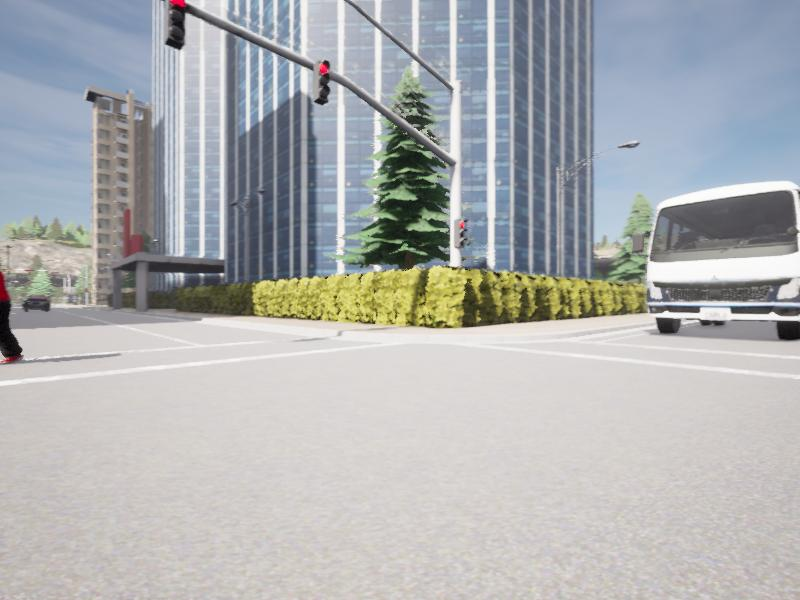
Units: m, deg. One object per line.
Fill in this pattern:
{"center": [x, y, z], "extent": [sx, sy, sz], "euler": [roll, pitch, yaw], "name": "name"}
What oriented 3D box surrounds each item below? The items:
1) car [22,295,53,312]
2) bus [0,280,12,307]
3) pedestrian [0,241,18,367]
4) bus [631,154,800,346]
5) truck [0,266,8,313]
{"center": [-35.302, 0.347, 38.938], "extent": [2.128, 1.511, 4.902], "euler": [0, 0, -44], "name": "car"}
{"center": [-67.950, -0.955, 64.650], "extent": [10.273, 4.253, 3.944], "euler": [0, 0, 24], "name": "bus"}
{"center": [-6.325, 0.058, 6.069], "extent": [0.751, 1.860, 0.751], "euler": [0, 0, -44], "name": "pedestrian"}
{"center": [11.642, -1.101, 13.413], "extent": [10.273, 4.253, 3.944], "euler": [0, 0, -43], "name": "bus"}
{"center": [-36.122, -0.820, 34.727], "extent": [2.891, 3.827, 8.468], "euler": [0, 0, -44], "name": "truck"}
